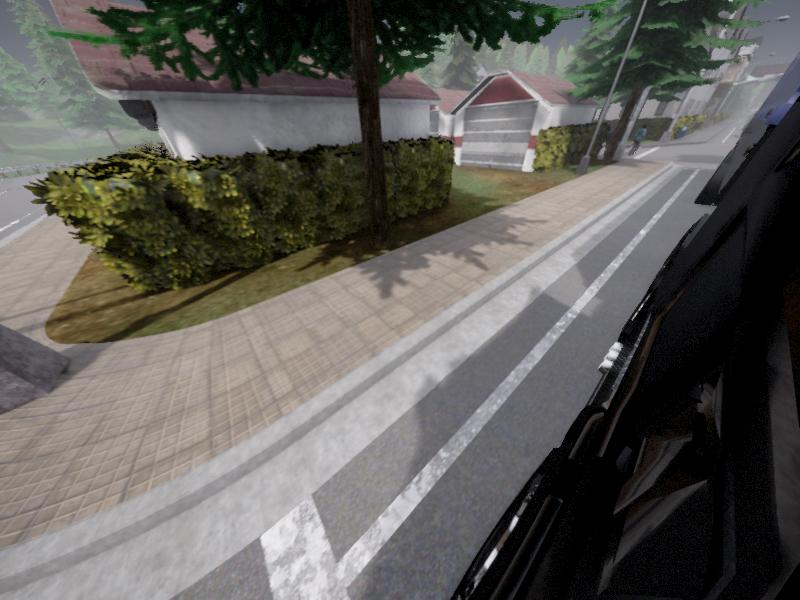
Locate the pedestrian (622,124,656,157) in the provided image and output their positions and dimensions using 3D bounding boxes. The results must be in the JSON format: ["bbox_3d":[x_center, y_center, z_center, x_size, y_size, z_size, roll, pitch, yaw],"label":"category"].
[{"bbox_3d":[16.759,-11.220,16.248,0.751,1.860,0.751,-17,39,-19],"label":"pedestrian"}]

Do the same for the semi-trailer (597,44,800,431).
[{"bbox_3d":[8.692,-3.606,4.238,14.254,4.402,2.717,-28,45,-30],"label":"semi-trailer"}]

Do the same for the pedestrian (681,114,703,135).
[{"bbox_3d":[32.685,-19.634,25.892,0.751,1.860,0.751,-29,44,-31],"label":"pedestrian"}]

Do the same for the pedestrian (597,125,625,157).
[{"bbox_3d":[15.292,-11.509,16.748,0.751,1.860,0.751,-31,45,-33],"label":"pedestrian"}]

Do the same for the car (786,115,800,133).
[{"bbox_3d":[45.581,-19.676,25.687,4.974,1.542,2.038,-28,44,-30],"label":"car"}]

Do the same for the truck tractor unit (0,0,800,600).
[{"bbox_3d":[2.645,-0.295,0.351,6.516,4.208,3.053,-28,44,-30],"label":"truck tractor unit"}]

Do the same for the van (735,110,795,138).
[{"bbox_3d":[35.848,-17.410,22.866,4.480,2.038,2.069,-32,46,-33],"label":"van"}]

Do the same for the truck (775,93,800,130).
[{"bbox_3d":[53.793,-25.058,30.426,8.468,3.827,2.891,-29,44,-30],"label":"truck"}]

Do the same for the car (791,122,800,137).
[{"bbox_3d":[39.881,-16.598,21.873,5.027,1.651,2.152,-29,44,-30],"label":"car"}]
